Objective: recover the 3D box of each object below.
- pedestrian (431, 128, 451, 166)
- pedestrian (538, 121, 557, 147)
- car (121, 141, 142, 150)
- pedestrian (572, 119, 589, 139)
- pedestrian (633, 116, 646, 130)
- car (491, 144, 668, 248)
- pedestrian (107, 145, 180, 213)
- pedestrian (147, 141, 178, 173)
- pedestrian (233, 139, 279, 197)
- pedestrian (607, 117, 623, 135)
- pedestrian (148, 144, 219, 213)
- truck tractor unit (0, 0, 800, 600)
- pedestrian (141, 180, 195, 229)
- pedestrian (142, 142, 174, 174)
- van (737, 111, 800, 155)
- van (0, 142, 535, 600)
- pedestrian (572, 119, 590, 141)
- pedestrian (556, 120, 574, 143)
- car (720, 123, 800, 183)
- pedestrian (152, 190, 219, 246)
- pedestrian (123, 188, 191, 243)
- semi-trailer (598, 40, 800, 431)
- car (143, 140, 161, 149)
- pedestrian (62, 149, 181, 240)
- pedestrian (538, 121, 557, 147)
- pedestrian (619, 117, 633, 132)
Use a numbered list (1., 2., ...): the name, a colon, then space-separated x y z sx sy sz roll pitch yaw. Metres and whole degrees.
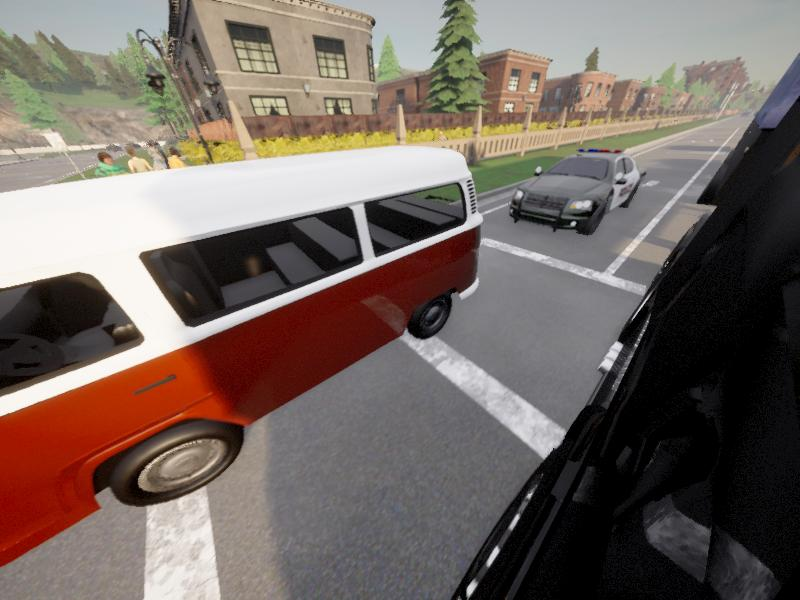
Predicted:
1. pedestrian: 2.487 -9.359 14.129 0.751 1.860 0.751 -30 45 -31
2. pedestrian: 13.236 -14.880 20.790 0.751 1.860 0.751 -27 43 -29
3. car: -74.337 -42.852 64.071 1.932 1.855 4.605 -16 39 -17
4. pedestrian: 21.114 -19.927 27.005 0.751 1.860 0.751 -28 43 -29
5. pedestrian: 40.700 -30.025 39.191 0.751 1.860 0.751 -30 45 -32
6. car: 4.950 -3.162 6.287 4.974 1.542 2.038 -28 43 -30
7. pedestrian: -8.475 -4.051 7.766 0.751 1.860 0.751 -24 42 -26
8. pedestrian: -17.276 -10.430 16.845 0.751 1.860 0.751 -28 44 -30
9. pedestrian: -5.568 -5.131 9.017 0.751 1.860 0.751 -29 44 -31
10. pedestrian: 28.354 -22.894 30.488 0.751 1.860 0.751 -28 44 -30
11. pedestrian: -6.967 -3.953 7.538 0.751 1.860 0.751 18 42 26
12. truck tractor unit: 2.645 -0.295 0.351 6.516 4.208 3.053 -28 44 -30
13. pedestrian: -6.313 -2.605 6.331 0.500 1.100 0.500 23 44 30
14. pedestrian: -16.910 -9.946 16.176 0.751 1.860 0.751 -28 44 -30
15. van: 23.370 -10.475 14.448 4.442 1.987 1.775 -28 44 -30
16. van: -1.124 -0.212 2.320 4.480 2.038 2.069 -26 43 -29
17. pedestrian: 19.286 -18.110 24.701 0.751 1.860 0.751 -29 44 -31
18. pedestrian: 17.439 -17.836 24.457 0.751 1.860 0.751 -14 38 -15
19. car: 16.046 -6.395 9.802 5.027 1.651 2.152 -28 44 -30
20. pedestrian: -4.774 -1.842 5.214 0.500 1.100 0.500 5 38 10
21. pedestrian: -5.725 -2.010 5.500 0.500 1.100 0.500 10 39 17
22. semi-trailer: 8.693 -3.614 4.225 14.254 4.402 2.717 -28 44 -30
23. car: -72.407 -45.551 67.548 1.905 1.878 3.866 -16 39 -17
24. pedestrian: -6.504 -2.493 5.561 0.751 1.860 0.751 3 37 8
25. pedestrian: 13.619 -15.376 21.425 0.751 1.860 0.751 -26 43 -28
26. pedestrian: 35.652 -27.676 36.389 0.751 1.860 0.751 -28 44 -30
